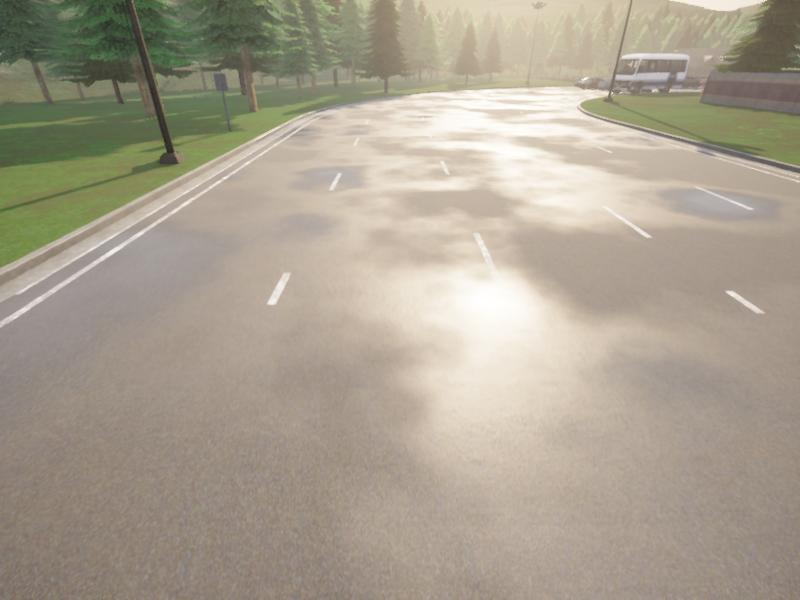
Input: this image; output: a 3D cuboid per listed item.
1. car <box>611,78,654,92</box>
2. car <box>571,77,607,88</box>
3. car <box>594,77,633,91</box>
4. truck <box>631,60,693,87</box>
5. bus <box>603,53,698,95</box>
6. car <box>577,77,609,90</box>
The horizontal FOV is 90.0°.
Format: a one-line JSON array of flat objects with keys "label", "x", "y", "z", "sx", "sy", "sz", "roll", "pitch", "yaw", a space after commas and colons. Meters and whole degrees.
[{"label": "car", "x": 31.301, "y": -28.929, "z": 53.837, "sx": 5.366, "sy": 1.575, "sz": 1.801, "roll": -14, "pitch": 33, "yaw": -22}, {"label": "car", "x": 29.903, "y": -34.376, "z": 63.198, "sx": 4.792, "sy": 1.488, "sz": 2.163, "roll": -12, "pitch": 32, "yaw": -20}, {"label": "car", "x": 30.208, "y": -30.661, "z": 56.690, "sx": 4.856, "sy": 1.649, "sz": 2.033, "roll": -14, "pitch": 33, "yaw": -22}, {"label": "truck", "x": 43.449, "y": -37.670, "z": 66.494, "sx": 8.468, "sy": 3.827, "sz": 2.891, "roll": -9, "pitch": 31, "yaw": -14}, {"label": "bus", "x": 30.951, "y": -28.015, "z": 49.590, "sx": 10.273, "sy": 4.253, "sz": 3.944, "roll": -14, "pitch": 33, "yaw": -22}, {"label": "car", "x": 28.663, "y": -32.182, "z": 59.445, "sx": 4.193, "sy": 1.474, "sz": 1.816, "roll": -14, "pitch": 33, "yaw": -22}]
